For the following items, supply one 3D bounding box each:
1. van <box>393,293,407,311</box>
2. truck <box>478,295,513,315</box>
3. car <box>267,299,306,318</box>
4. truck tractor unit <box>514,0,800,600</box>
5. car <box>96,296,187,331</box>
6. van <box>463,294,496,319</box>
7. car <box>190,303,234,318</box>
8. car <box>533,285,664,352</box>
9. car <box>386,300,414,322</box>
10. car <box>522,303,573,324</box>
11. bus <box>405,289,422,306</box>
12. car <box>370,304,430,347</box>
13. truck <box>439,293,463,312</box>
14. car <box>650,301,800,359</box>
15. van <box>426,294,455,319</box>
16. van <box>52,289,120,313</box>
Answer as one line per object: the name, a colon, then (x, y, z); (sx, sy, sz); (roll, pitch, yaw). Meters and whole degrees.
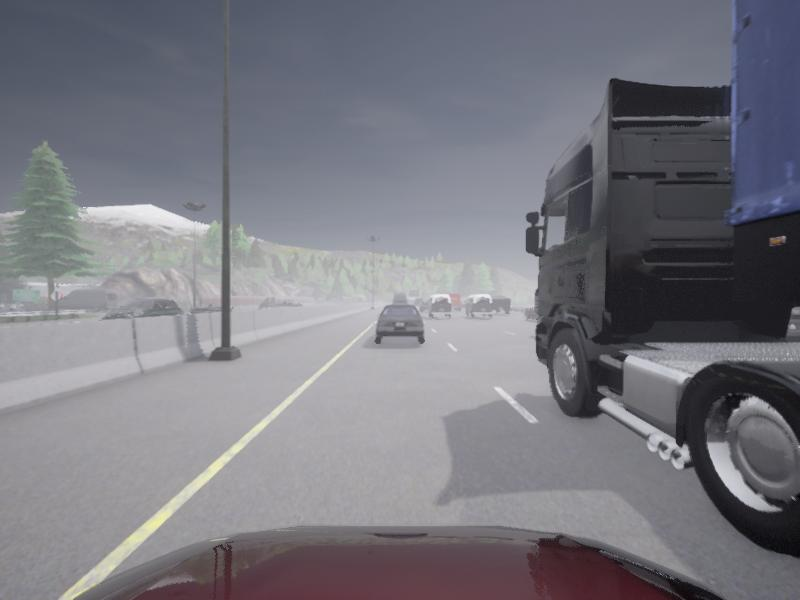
van: (0.004, 0.276, 57.492); (1.988, 2.561, 5.915); (0, 0, 0)
truck: (10.500, 0.506, 44.712); (2.390, 2.098, 6.274); (0, 0, 0)
car: (-10.499, 0.751, 37.430); (2.152, 1.651, 5.027); (0, 0, 0)
truck tractor unit: (3.498, -0.525, 3.625); (3.053, 4.208, 6.516); (0, 0, 0)
car: (-14.000, 0.678, 22.089); (2.097, 1.767, 4.553); (0, 0, 0)
van: (7.002, 0.543, 35.667); (2.069, 2.038, 4.480); (0, 0, 0)
car: (-17.501, 0.914, 37.461); (1.895, 1.301, 4.718); (0, 0, 0)
car: (7.000, 0.558, 15.027); (2.150, 2.045, 5.566); (0, 0, 0)
car: (0.000, 0.802, 30.928); (2.038, 1.542, 4.974); (0, 0, 0)
car: (10.501, 0.921, 28.895); (1.895, 1.301, 4.718); (0, 0, 0)
bus: (3.379, -0.621, 103.546); (3.944, 4.253, 10.273); (0, 0, 0)
car: (0.002, 0.881, 16.147); (2.033, 1.411, 5.357); (0, 0, 0)
truck: (7.003, 0.312, 55.837); (2.627, 2.467, 5.204); (0, 0, 0)
car: (10.501, 0.818, 12.916); (2.007, 1.525, 4.514); (0, 0, 0)
van: (3.499, 0.542, 35.496); (2.069, 2.038, 4.480); (0, 0, 0)
van: (-34.824, 0.090, 44.467); (5.915, 2.561, 1.988); (0, 0, 0)
